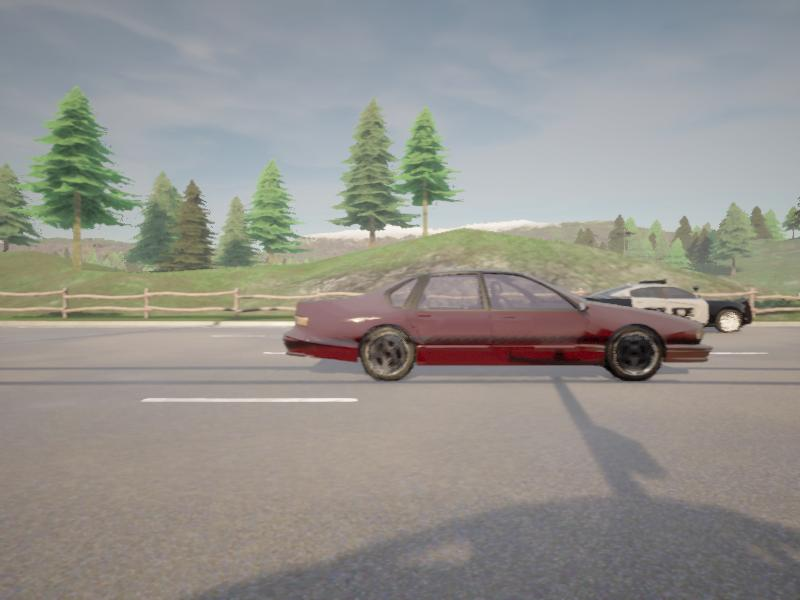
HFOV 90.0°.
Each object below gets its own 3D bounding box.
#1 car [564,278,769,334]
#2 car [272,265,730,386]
[{"bbox_3d":[8.208,0.178,12.701,5.238,1.638,1.930,0,0,0],"label":"car"},{"bbox_3d":[1.181,0.295,5.698,5.357,1.411,2.033,0,0,0],"label":"car"}]
